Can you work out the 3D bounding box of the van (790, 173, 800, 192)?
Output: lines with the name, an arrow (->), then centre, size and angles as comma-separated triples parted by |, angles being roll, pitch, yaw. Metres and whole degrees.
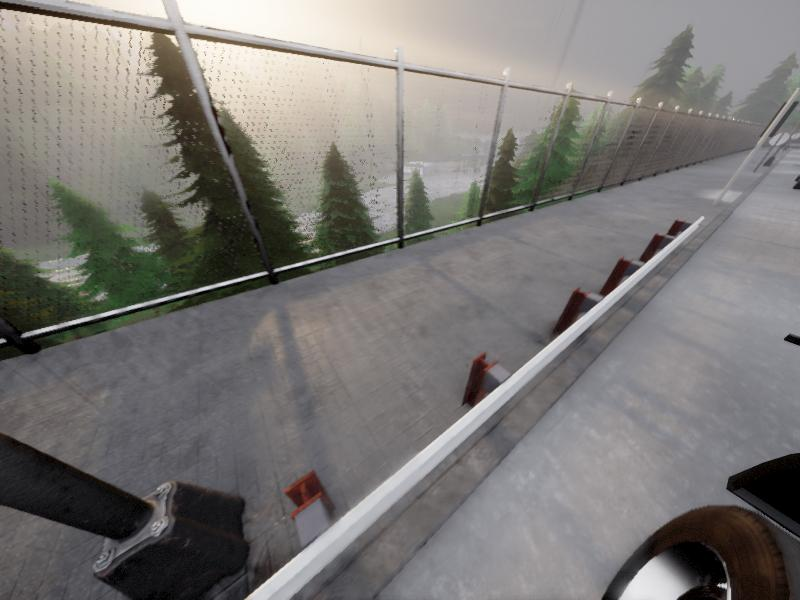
van -> 21.678, -6.765, 11.030 | 5.915, 2.561, 1.988 | -22, 41, -28
